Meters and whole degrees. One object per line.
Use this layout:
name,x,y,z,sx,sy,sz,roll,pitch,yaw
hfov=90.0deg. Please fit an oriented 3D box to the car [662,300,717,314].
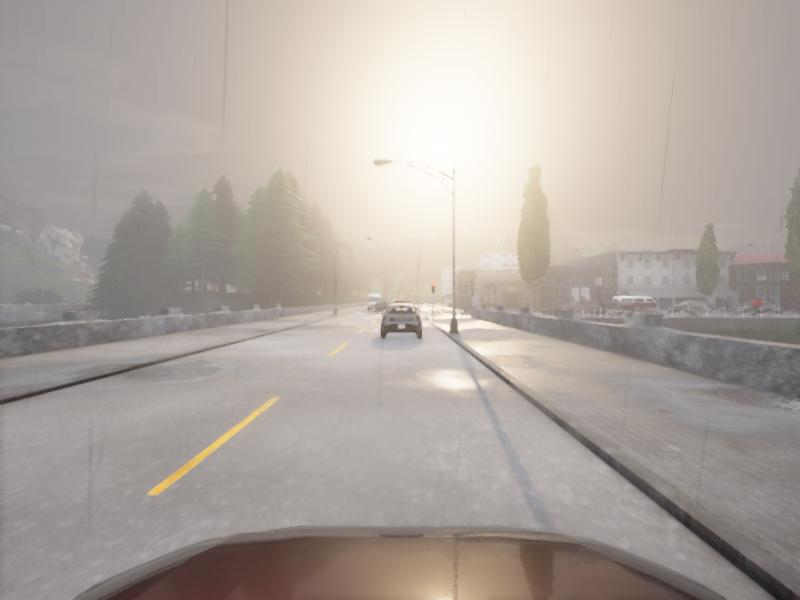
car,34.483,0.779,47.731,5.238,1.638,1.930,0,0,0

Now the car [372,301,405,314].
car,-1.425,0.834,47.970,2.007,1.525,4.514,0,0,-32

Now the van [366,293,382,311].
van,-3.722,0.330,59.006,1.988,2.561,5.915,0,0,0

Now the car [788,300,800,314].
car,49.758,0.781,47.660,5.238,1.638,1.930,0,0,0

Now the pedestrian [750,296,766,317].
pedestrian,31.546,0.543,35.263,0.751,1.860,0.751,0,0,-4

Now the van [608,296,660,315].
van,25.575,0.579,43.783,4.480,2.038,2.069,0,0,0

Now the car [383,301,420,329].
car,0.101,0.830,24.565,2.038,1.542,4.974,0,0,0

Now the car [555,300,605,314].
car,21.462,0.788,47.792,5.027,1.651,2.152,0,0,0

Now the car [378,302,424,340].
car,0.065,0.857,17.965,1.816,1.474,4.193,0,0,0
